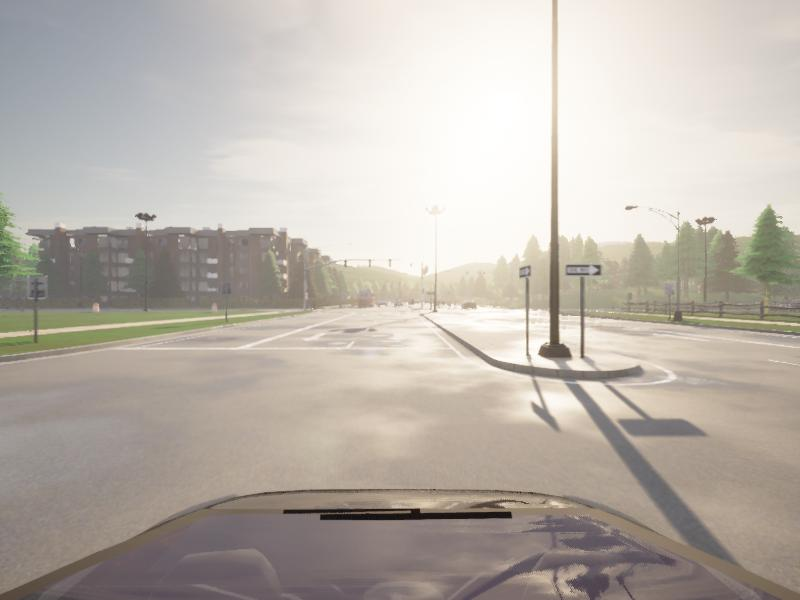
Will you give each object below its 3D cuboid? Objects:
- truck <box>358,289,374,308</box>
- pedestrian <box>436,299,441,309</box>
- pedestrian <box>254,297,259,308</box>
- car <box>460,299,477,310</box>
[{"bbox_3d":[-7.228,-0.340,85.889,2.891,3.827,8.468,0,0,-1],"label":"truck"},{"bbox_3d":[7.139,0.727,73.797,0.751,1.860,0.751,0,0,-9],"label":"pedestrian"},{"bbox_3d":[-26.023,0.468,72.534,0.751,1.860,0.751,0,0,1],"label":"pedestrian"},{"bbox_3d":[11.465,0.756,66.875,1.930,1.638,5.238,0,0,0],"label":"car"}]
